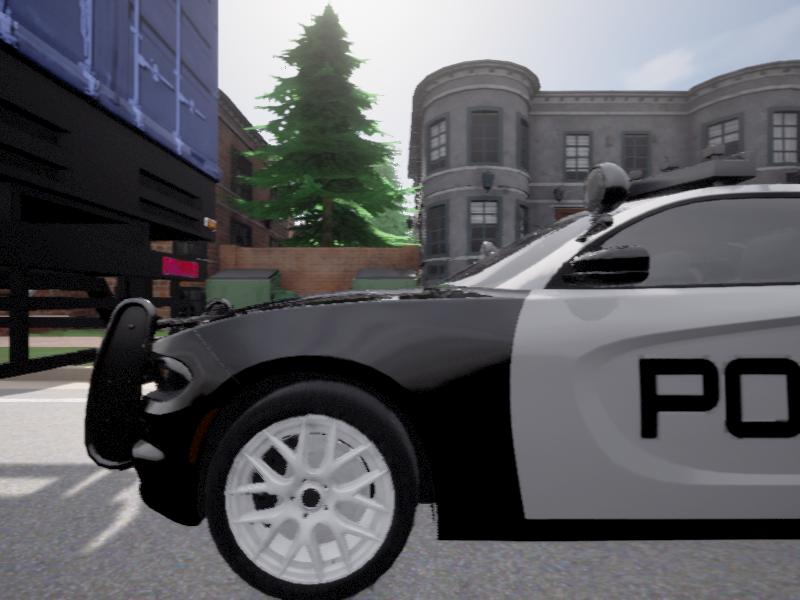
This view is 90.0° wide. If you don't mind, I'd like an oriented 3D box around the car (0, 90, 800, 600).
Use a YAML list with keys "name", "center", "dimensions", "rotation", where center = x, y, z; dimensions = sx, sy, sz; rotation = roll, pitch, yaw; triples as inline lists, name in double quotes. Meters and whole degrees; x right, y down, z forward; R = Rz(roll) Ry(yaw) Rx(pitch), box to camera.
- name: "car"
  center: [1.213, 0.172, 2.200]
  dimensions: [5.238, 1.638, 1.930]
  rotation: [0, 0, 0]

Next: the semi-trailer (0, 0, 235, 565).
- name: "semi-trailer"
  center: [-8.597, -1.222, 2.205]
  dimensions: [14.254, 4.402, 2.717]
  rotation: [0, 0, 0]
